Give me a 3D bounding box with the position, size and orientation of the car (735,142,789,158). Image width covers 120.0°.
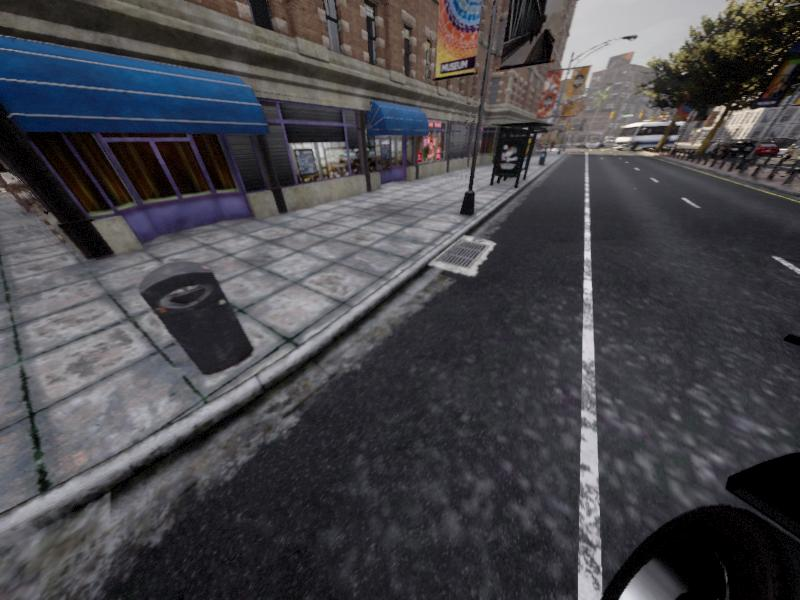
[{"bbox_3d":[42.654,-17.851,27.396,1.994,1.385,4.181,20,40,28],"label":"car"}]

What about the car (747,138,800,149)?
[{"bbox_3d":[66.155,-27.793,40.931,4.514,1.525,2.007,19,39,27],"label":"car"}]

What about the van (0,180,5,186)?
[{"bbox_3d":[-34.317,-9.145,16.306,1.988,2.561,5.915,20,39,28],"label":"van"}]

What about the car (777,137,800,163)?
[{"bbox_3d":[37.494,-13.556,20.855,1.905,1.878,3.866,20,40,28],"label":"car"}]

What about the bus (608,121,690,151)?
[{"bbox_3d":[46.166,-30.474,43.105,10.273,4.253,3.944,-6,33,-7],"label":"bus"}]

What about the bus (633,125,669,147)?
[{"bbox_3d":[66.624,-43.755,61.755,3.944,4.253,10.273,20,40,28],"label":"bus"}]

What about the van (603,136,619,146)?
[{"bbox_3d":[60.725,-45.933,66.738,2.351,2.431,6.366,20,40,28],"label":"van"}]

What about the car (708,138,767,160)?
[{"bbox_3d":[37.097,-16.805,25.610,1.932,1.855,4.605,20,40,28],"label":"car"}]

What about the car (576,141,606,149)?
[{"bbox_3d":[43.879,-35.652,53.133,4.974,1.542,2.038,19,39,27],"label":"car"}]

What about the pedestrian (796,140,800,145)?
[{"bbox_3d":[80.347,-31.921,45.855,0.751,1.860,0.751,20,40,28],"label":"pedestrian"}]

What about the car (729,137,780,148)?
[{"bbox_3d":[67.082,-29.884,43.824,4.611,1.667,2.242,20,40,27],"label":"car"}]

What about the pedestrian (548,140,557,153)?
[{"bbox_3d":[26.269,-26.563,39.894,0.751,1.860,0.751,19,39,27],"label":"pedestrian"}]

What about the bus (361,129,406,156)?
[{"bbox_3d":[-3.201,-33.682,49.464,3.944,4.253,10.273,20,40,28],"label":"bus"}]

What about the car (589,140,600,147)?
[{"bbox_3d":[57.561,-46.329,68.336,2.033,1.411,5.357,20,40,28],"label":"car"}]

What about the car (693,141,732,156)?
[{"bbox_3d":[40.797,-19.886,30.280,1.845,1.501,3.633,20,40,28],"label":"car"}]

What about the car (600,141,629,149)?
[{"bbox_3d":[49.525,-35.927,53.548,4.718,1.301,1.895,19,40,27],"label":"car"}]

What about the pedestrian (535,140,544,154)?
[{"bbox_3d":[22.109,-24.201,36.596,0.751,1.860,0.751,18,39,26],"label":"pedestrian"}]

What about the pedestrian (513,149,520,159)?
[{"bbox_3d":[14.698,-18.402,29.075,0.500,1.100,0.500,18,39,26],"label":"pedestrian"}]
